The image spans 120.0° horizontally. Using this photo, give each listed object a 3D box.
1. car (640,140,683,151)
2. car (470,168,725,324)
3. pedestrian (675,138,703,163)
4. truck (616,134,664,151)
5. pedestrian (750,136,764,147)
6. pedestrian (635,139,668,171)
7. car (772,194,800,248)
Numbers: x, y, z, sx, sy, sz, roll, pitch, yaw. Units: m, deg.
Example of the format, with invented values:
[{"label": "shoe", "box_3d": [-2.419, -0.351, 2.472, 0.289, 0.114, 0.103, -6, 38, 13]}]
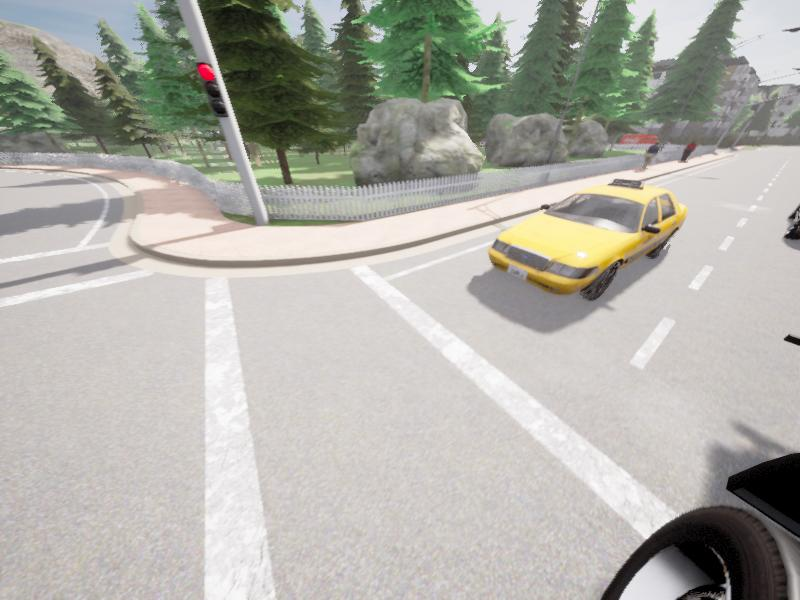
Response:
[{"label": "car", "box_3d": [48.802, -28.935, 43.221, 2.128, 1.511, 4.902, -21, 40, -26]}, {"label": "car", "box_3d": [4.145, -1.577, 4.761, 5.366, 1.575, 1.801, -21, 40, -27]}, {"label": "pedestrian", "box_3d": [26.881, -13.896, 21.486, 0.751, 1.860, 0.751, -22, 41, -27]}, {"label": "truck", "box_3d": [44.525, -29.384, 43.056, 2.627, 2.467, 5.204, -21, 40, -27]}, {"label": "pedestrian", "box_3d": [79.358, -35.236, 51.314, 0.751, 1.860, 0.751, -13, 37, -17]}, {"label": "pedestrian", "box_3d": [18.173, -10.505, 16.747, 0.751, 1.860, 0.751, -20, 40, -26]}, {"label": "car", "box_3d": [12.171, -2.367, 5.906, 4.792, 1.488, 2.163, -22, 41, -28]}]
